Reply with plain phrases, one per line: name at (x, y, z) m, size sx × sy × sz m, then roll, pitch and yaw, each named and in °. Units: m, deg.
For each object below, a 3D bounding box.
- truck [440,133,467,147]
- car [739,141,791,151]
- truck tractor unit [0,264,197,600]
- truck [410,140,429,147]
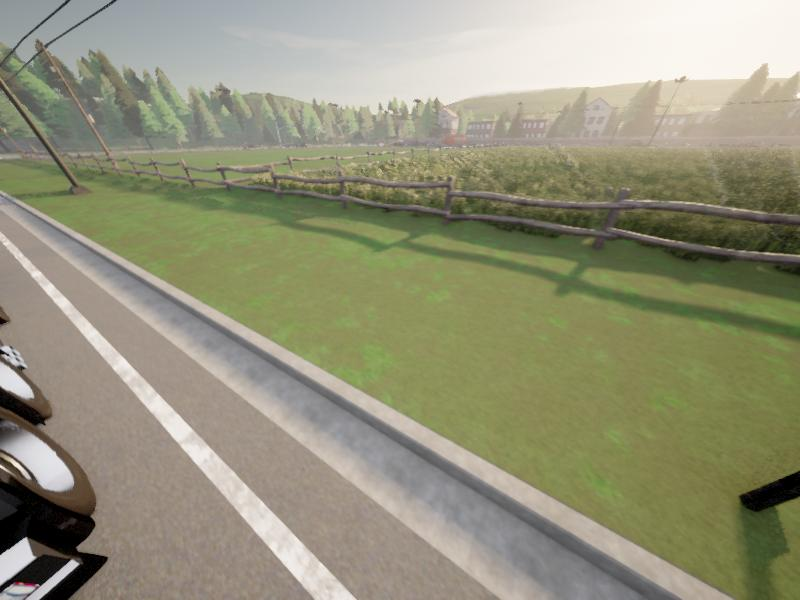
truck at (18.741, -56.199, 81.242) m, size 8.468 × 3.827 × 2.891 m, roll 18°, pitch 39°, yaw 25°
car at (75.506, -31.946, 47.914) m, size 5.366 × 1.575 × 1.801 m, roll 18°, pitch 39°, yaw 25°
truck tractor unit at (-5.112, -0.300, 0.784) m, size 6.516 × 4.208 × 3.053 m, roll 18°, pitch 39°, yaw 24°
truck at (7.052, -57.021, 84.035) m, size 6.274 × 2.098 × 2.390 m, roll 18°, pitch 39°, yaw 25°
